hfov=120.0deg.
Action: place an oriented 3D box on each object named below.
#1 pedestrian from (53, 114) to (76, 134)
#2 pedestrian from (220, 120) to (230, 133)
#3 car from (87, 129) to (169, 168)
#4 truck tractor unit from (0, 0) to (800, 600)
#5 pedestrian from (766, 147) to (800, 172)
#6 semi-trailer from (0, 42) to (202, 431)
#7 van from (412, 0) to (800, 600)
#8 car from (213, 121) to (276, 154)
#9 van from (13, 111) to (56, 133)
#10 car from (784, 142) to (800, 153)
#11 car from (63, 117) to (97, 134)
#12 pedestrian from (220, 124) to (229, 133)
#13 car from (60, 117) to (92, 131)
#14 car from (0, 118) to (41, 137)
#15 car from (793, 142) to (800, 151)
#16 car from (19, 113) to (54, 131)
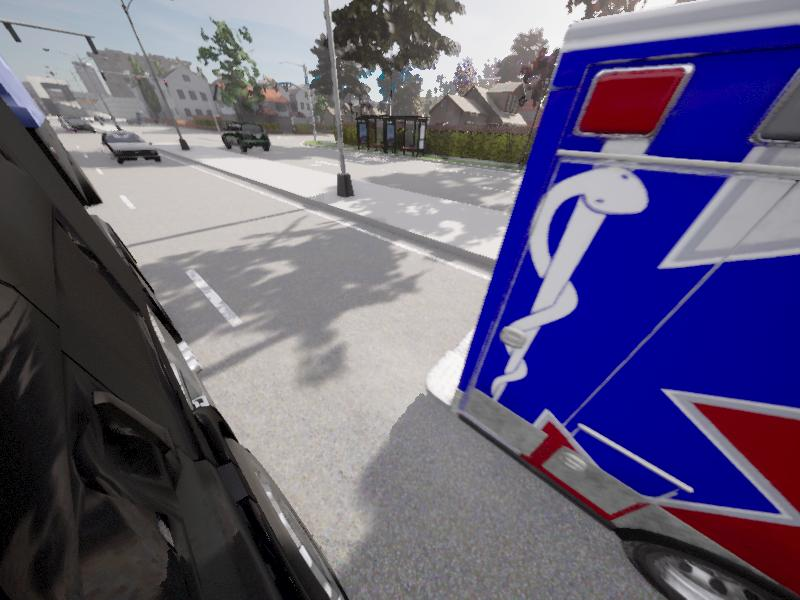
[{"bbox_3d":[-40.343,-21.131,27.809,0.751,1.860,0.751,31,45,33],"label":"pedestrian"},{"bbox_3d":[-31.008,-30.726,40.977,0.751,1.860,0.751,-25,45,-32],"label":"pedestrian"},{"bbox_3d":[-15.751,-8.855,13.343,5.357,1.411,2.033,28,44,30],"label":"car"},{"bbox_3d":[-2.645,-0.295,0.351,6.516,4.208,3.053,28,44,30],"label":"truck tractor unit"},{"bbox_3d":[35.036,-12.791,21.040,0.751,1.860,0.751,26,42,27],"label":"pedestrian"},{"bbox_3d":[-8.700,-3.603,4.228,14.254,4.402,2.717,28,44,30],"label":"semi-trailer"},{"bbox_3d":[3.347,0.897,0.618,6.366,2.431,2.351,28,44,30],"label":"van"},{"bbox_3d":[-13.548,-14.207,20.092,5.566,2.045,2.150,28,44,30],"label":"car"},{"bbox_3d":[-45.534,-22.253,28.877,4.480,2.038,2.069,28,44,30],"label":"van"},{"bbox_3d":[84.458,-32.190,48.787,1.801,1.575,5.366,28,45,30],"label":"car"},{"bbox_3d":[-43.199,-23.607,31.168,5.238,1.638,1.930,28,43,29],"label":"car"},{"bbox_3d":[-31.987,-31.226,42.056,0.751,1.300,0.751,30,45,32],"label":"pedestrian"},{"bbox_3d":[-48.635,-26.412,34.716,4.792,1.488,2.163,28,44,30],"label":"car"},{"bbox_3d":[-40.164,-17.553,23.486,1.994,1.385,4.181,-12,39,-19],"label":"car"},{"bbox_3d":[93.415,-35.318,52.887,1.932,1.855,4.605,28,45,30],"label":"car"},{"bbox_3d":[-51.118,-25.163,32.560,4.605,1.855,1.932,28,44,30],"label":"car"}]
